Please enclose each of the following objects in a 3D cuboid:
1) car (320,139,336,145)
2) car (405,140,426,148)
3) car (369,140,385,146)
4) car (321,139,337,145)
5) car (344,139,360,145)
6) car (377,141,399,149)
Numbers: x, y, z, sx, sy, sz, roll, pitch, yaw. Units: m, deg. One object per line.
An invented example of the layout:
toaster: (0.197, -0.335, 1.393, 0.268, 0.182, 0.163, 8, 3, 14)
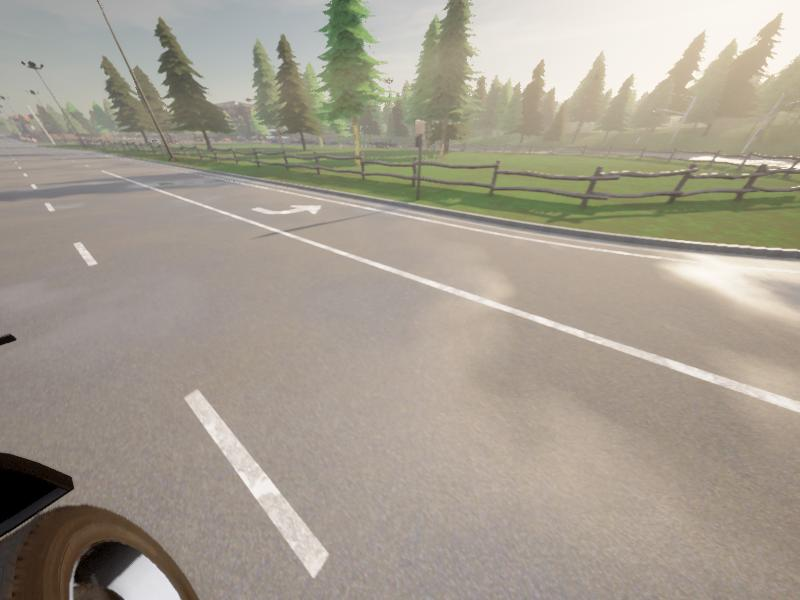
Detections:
car: (-24.215, -52.936, 77.273, 5.238, 1.638, 1.930, 22, 41, 28)
car: (4.065, -41.262, 61.083, 5.366, 1.575, 1.801, 22, 41, 28)
car: (-7.051, -48.302, 70.959, 5.008, 1.535, 1.882, 22, 41, 28)
car: (-22.435, -49.714, 72.767, 4.974, 1.542, 2.038, 22, 41, 28)
car: (-15.797, -51.923, 75.960, 4.974, 1.542, 2.038, 22, 41, 28)
car: (-3.018, -39.155, 58.200, 5.027, 1.651, 2.152, 22, 41, 28)
